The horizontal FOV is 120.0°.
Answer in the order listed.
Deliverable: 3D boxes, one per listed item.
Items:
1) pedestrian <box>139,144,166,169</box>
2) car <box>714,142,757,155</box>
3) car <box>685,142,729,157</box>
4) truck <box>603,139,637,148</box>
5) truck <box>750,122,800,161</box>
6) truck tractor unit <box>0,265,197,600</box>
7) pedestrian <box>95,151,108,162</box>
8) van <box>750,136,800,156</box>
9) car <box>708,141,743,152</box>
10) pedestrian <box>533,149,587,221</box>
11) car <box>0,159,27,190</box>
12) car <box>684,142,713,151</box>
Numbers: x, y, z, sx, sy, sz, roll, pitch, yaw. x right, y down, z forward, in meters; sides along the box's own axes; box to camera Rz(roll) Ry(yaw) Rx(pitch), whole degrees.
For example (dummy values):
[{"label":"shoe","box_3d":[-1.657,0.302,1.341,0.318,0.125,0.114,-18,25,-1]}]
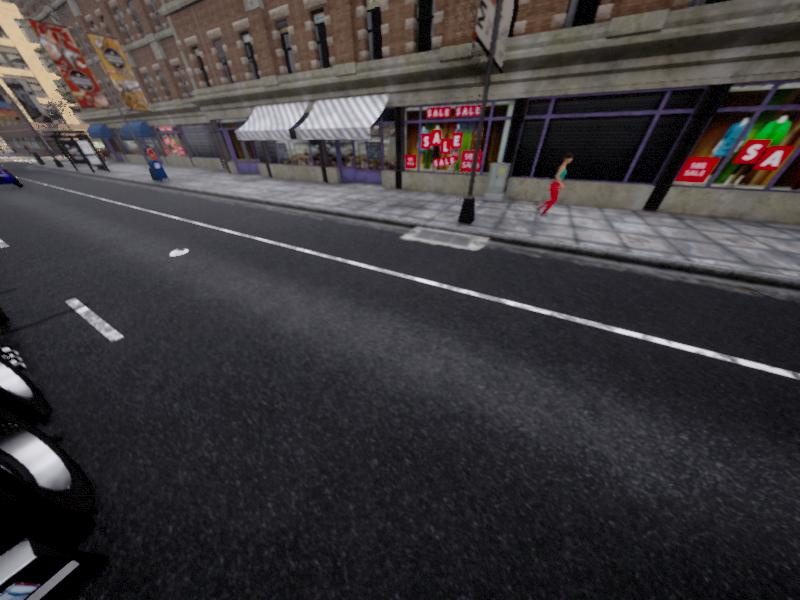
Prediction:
[{"label":"pedestrian","box_3d":[-22.459,-13.019,20.987,0.751,1.860,0.751,19,39,26]},{"label":"car","box_3d":[56.162,-25.581,38.873,1.930,1.638,5.238,17,38,23]},{"label":"car","box_3d":[45.216,-22.349,34.184,2.097,1.767,4.553,17,38,23]},{"label":"truck","box_3d":[63.634,-45.458,66.986,2.390,2.098,6.274,-18,38,-23]},{"label":"truck","box_3d":[50.059,-19.887,28.823,2.891,3.827,8.468,17,38,23]},{"label":"truck tractor unit","box_3d":[-5.110,-0.301,0.780,6.516,4.208,3.053,18,39,24]},{"label":"pedestrian","box_3d":[-37.092,-17.848,28.723,0.500,1.100,0.500,18,39,25]},{"label":"van","box_3d":[57.760,-23.370,34.982,2.351,2.431,6.366,17,38,23]},{"label":"car","box_3d":[64.797,-30.643,46.078,1.930,1.638,5.238,17,38,23]},{"label":"pedestrian","box_3d":[4.832,-3.541,7.119,0.751,1.860,0.751,16,38,22]},{"label":"car","box_3d":[-24.861,-7.515,13.738,4.193,1.474,1.816,17,38,23]},{"label":"car","box_3d":[62.303,-32.173,48.385,1.801,1.575,5.366,17,38,23]}]
